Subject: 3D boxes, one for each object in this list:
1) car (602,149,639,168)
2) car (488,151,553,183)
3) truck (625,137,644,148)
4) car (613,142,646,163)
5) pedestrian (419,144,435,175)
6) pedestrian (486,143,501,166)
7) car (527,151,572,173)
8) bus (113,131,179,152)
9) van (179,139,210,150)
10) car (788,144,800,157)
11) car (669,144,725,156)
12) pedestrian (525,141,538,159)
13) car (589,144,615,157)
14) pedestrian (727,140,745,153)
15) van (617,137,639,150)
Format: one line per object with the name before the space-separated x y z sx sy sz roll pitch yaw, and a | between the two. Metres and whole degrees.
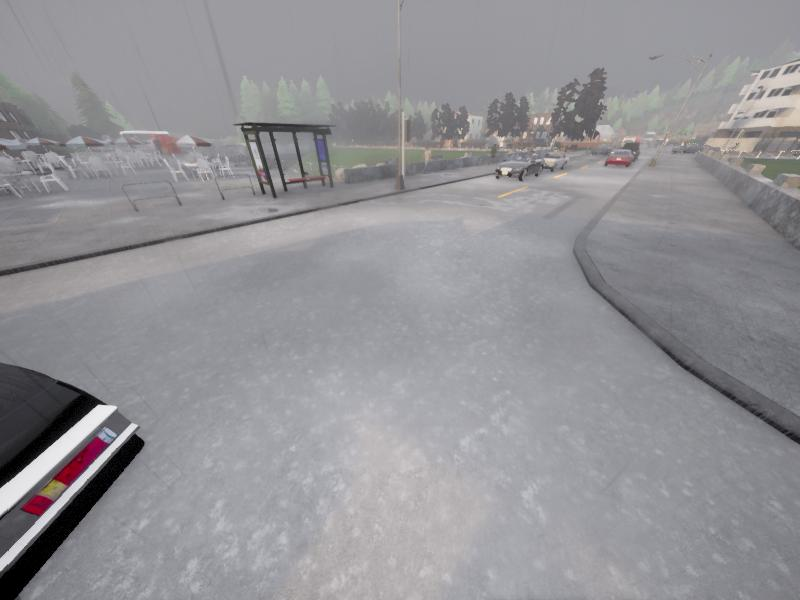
car | 22.002 -14.174 23.004 1.994 1.385 4.181 27 43 33
car | 8.410 -9.321 16.009 2.128 1.511 4.902 29 45 35
truck | 66.153 -44.428 65.176 2.627 2.467 5.204 29 44 35
car | 26.930 -17.359 27.086 1.905 1.878 3.866 29 44 35
pedestrian | 1.955 -10.125 16.682 0.751 1.860 0.751 29 44 35
pedestrian | 9.079 -14.153 22.416 0.751 1.860 0.751 27 43 34
car | 13.147 -12.152 20.229 1.895 1.301 4.718 29 44 35
bus | -65.155 -40.962 59.613 3.944 4.253 10.273 29 44 35
van | -58.474 -44.385 65.950 1.988 2.561 5.915 29 44 35
car | 56.465 -20.072 31.125 3.806 1.475 1.970 29 44 35
car | 48.119 -24.495 37.614 5.357 1.411 2.033 26 43 33
pedestrian | 16.564 -18.855 29.115 0.751 1.860 0.751 28 44 34
car | 31.064 -22.977 35.473 1.837 1.490 4.892 29 44 35
pedestrian | 55.454 -25.329 38.110 0.751 1.860 0.751 22 41 29
van | 54.902 -37.663 55.578 2.351 2.431 6.366 29 44 35
